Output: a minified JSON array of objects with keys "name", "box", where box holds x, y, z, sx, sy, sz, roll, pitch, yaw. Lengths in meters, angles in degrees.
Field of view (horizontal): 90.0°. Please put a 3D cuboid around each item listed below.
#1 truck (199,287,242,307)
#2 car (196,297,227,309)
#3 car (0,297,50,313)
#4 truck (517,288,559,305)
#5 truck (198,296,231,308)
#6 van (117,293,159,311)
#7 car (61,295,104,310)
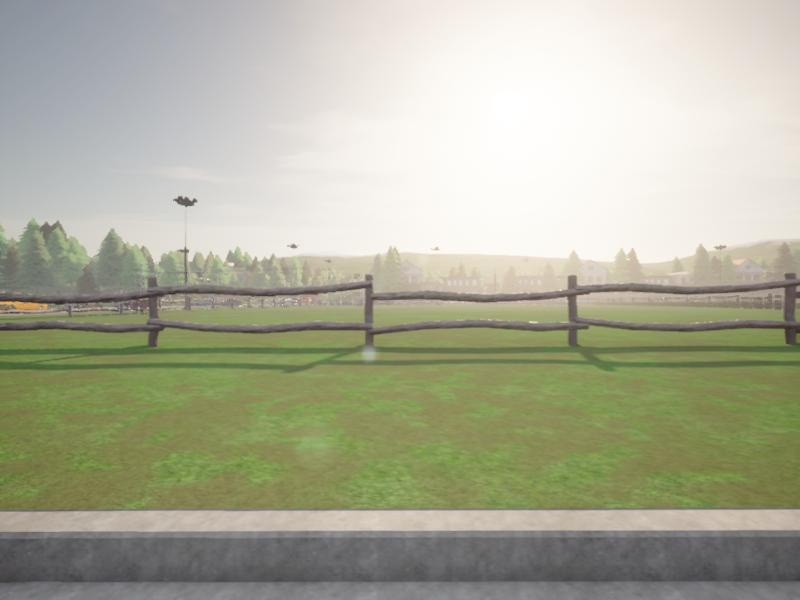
[{"name":"truck","box":[-35.548,-0.545,79.765,2.891,3.827,8.468,0,0,17]},{"name":"car","box":[-27.485,0.436,58.583,2.242,1.667,4.611,0,0,1]},{"name":"car","box":[-38.285,0.490,40.128,1.882,1.535,5.008,0,0,1]},{"name":"truck","box":[31.614,-0.790,91.766,8.468,3.827,2.891,0,0,1]},{"name":"truck","box":[-33.774,0.291,73.052,2.390,2.098,6.274,0,0,9]},{"name":"van","box":[-31.166,0.235,47.759,2.069,2.038,4.480,0,-1,1]},{"name":"car","box":[-41.595,0.372,52.581,1.932,1.855,4.605,0,0,1]}]
